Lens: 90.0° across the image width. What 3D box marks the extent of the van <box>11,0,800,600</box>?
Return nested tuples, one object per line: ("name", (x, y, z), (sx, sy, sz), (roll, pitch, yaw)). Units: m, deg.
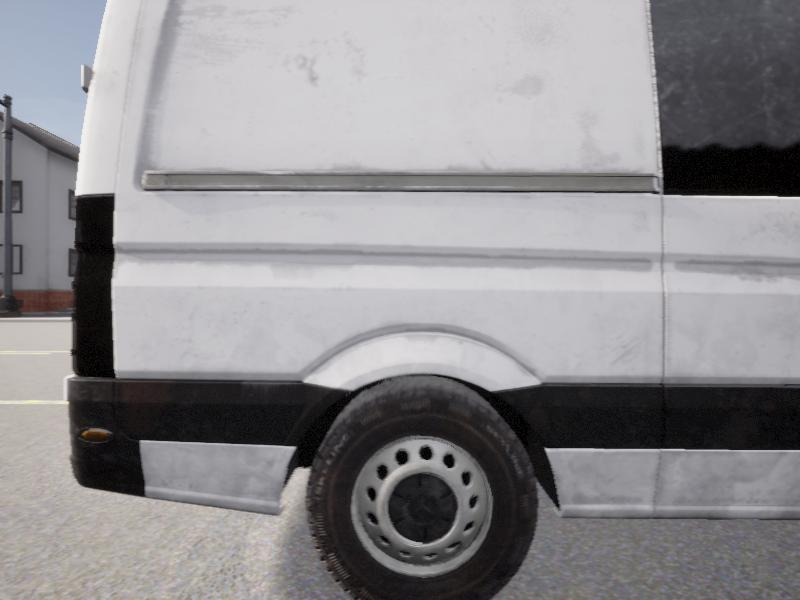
("van", (1.786, -0.278, 2.198), (5.915, 2.561, 1.988), (0, 0, 0))
